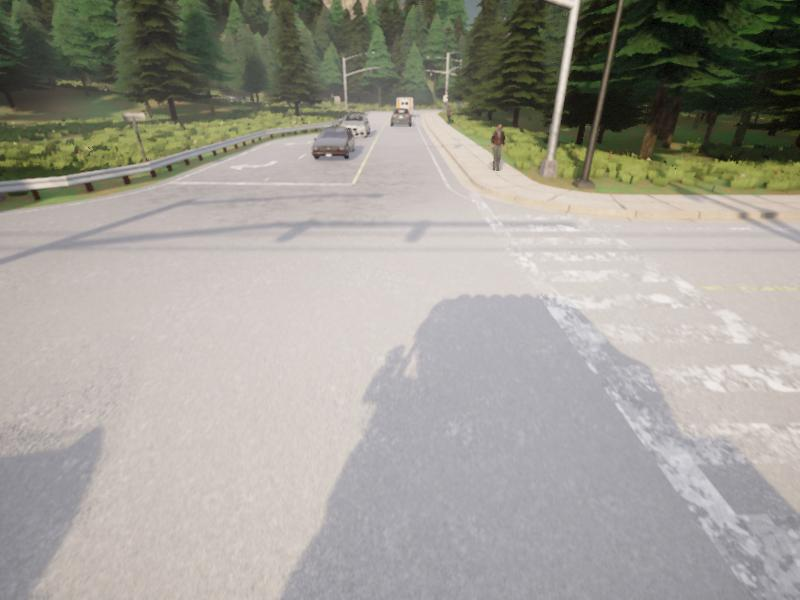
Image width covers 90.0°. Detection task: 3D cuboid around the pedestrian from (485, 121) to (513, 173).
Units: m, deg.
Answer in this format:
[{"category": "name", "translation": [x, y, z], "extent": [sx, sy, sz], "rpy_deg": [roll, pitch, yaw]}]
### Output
[{"category": "pedestrian", "translation": [3.905, -6.068, 15.891], "extent": [0.751, 1.860, 0.751], "rpy_deg": [-1, 27, -1]}]

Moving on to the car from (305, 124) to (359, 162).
[{"category": "car", "translation": [-3.508, -8.677, 21.840], "extent": [2.033, 1.411, 5.357], "rpy_deg": [0, 27, 0]}]

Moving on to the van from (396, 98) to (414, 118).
[{"category": "van", "translation": [0.766, -27.951, 57.974], "extent": [2.351, 2.431, 6.366], "rpy_deg": [1, 27, 2]}]

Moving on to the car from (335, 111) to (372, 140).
[{"category": "car", "translation": [-3.493, -13.603, 31.045], "extent": [2.242, 1.667, 4.611], "rpy_deg": [0, 29, 0]}]

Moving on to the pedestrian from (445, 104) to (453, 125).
[{"category": "pedestrian", "translation": [4.869, -18.421, 39.775], "extent": [0.751, 1.860, 0.751], "rpy_deg": [2, 27, 4]}]

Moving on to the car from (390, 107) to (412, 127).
[{"category": "car", "translation": [0.152, -19.446, 42.359], "extent": [2.242, 1.667, 4.611], "rpy_deg": [1, 28, 1]}]
